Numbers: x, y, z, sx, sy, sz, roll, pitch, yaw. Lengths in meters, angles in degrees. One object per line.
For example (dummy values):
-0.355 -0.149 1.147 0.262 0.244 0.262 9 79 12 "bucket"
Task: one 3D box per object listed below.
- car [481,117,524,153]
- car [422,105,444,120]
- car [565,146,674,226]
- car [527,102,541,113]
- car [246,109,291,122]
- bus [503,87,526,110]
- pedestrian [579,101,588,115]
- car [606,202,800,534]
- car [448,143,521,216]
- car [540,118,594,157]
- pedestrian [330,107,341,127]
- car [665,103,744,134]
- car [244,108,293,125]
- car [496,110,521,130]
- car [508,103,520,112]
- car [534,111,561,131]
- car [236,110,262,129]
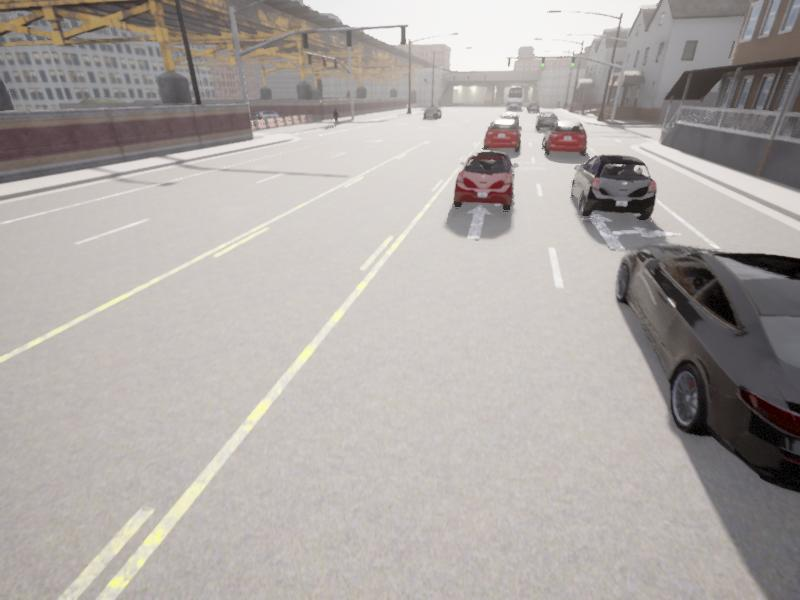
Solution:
6.447 -10.414 24.997 2.242 1.667 4.611 7 28 13 "car"
4.579 -25.917 55.215 2.033 1.649 4.856 7 28 13 "car"
6.077 -3.451 11.605 1.845 1.501 3.633 7 28 13 "car"
24.011 -34.546 71.804 2.033 1.649 4.856 7 28 13 "car"
-15.308 -21.567 46.620 1.853 1.218 4.536 23 35 38 "car"
24.743 -43.452 86.261 3.944 4.253 10.273 7 28 13 "bus"
27.262 -28.507 59.409 0.751 1.860 0.751 9 29 17 "pedestrian"
4.007 0.167 4.686 1.812 1.442 4.674 7 28 13 "car"
2.737 -3.923 12.558 1.845 1.501 3.633 7 28 13 "car"
9.584 -9.591 23.366 2.242 1.667 4.611 7 28 13 "car"
-6.638 -18.984 41.518 0.751 1.860 0.751 7 28 14 "pedestrian"
26.007 -15.584 34.448 4.856 1.649 2.033 -2 26 16 "car"
-15.272 -21.444 46.726 2.038 1.542 4.974 23 35 38 "car"
10.695 -17.688 39.285 2.128 1.511 4.902 7 28 13 "car"
22.057 -37.308 77.452 2.033 1.411 5.357 7 28 13 "car"
13.958 -17.096 38.090 2.007 1.525 4.514 7 28 13 "car"
-15.882 -18.977 41.933 2.038 1.542 4.974 -10 29 -19 "car"
